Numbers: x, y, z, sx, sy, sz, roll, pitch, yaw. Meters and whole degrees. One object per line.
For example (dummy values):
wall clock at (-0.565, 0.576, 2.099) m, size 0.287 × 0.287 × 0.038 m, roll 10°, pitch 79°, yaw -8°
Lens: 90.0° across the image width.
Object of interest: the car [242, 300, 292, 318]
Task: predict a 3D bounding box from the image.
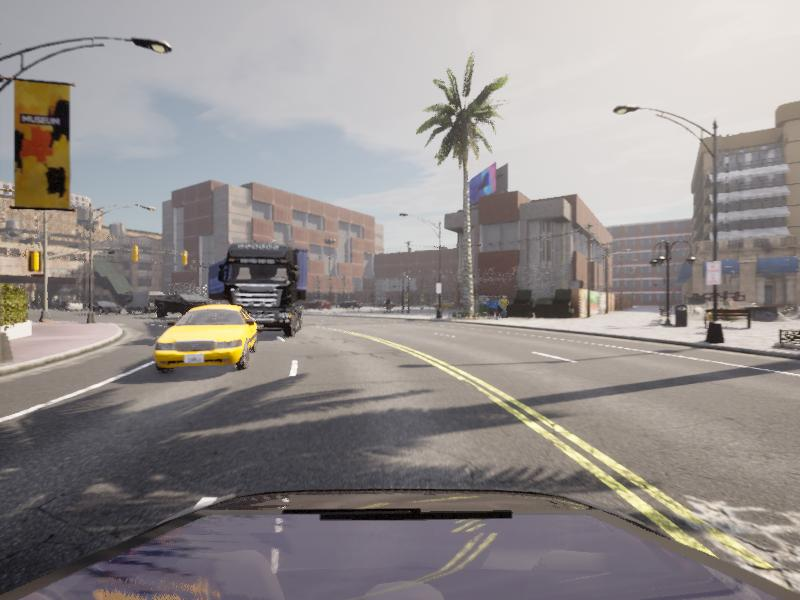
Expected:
car at (-12.946, 0.792, 38.849) m, size 5.027 × 1.651 × 2.152 m, roll 0°, pitch 0°, yaw 38°

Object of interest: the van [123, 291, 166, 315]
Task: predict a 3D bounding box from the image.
van at (-29.418, 0.342, 46.062) m, size 5.915 × 2.561 × 1.988 m, roll 0°, pitch 0°, yaw 34°

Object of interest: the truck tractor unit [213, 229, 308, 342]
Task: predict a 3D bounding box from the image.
truck tractor unit at (-5.971, -0.518, 18.351) m, size 3.053 × 4.208 × 6.516 m, roll 1°, pitch 0°, yaw -10°

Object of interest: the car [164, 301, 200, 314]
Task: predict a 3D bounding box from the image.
car at (-26.201, 0.847, 48.095) m, size 4.514 × 1.525 × 2.007 m, roll 0°, pitch 0°, yaw 34°

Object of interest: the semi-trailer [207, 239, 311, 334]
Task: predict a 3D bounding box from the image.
semi-trailer at (-9.603, -0.626, 25.254) m, size 2.717 × 4.402 × 14.254 m, roll 1°, pitch -1°, yaw -34°

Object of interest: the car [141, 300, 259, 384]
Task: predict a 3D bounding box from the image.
car at (-4.784, 0.804, 10.403) m, size 1.801 × 1.575 × 5.366 m, roll 0°, pitch 0°, yaw -16°

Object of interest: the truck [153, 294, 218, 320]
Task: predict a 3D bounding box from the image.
truck at (-18.545, 0.555, 34.429) m, size 6.274 × 2.098 × 2.390 m, roll 0°, pitch 0°, yaw 35°

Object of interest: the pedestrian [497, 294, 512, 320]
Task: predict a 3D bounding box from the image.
pedestrian at (7.630, 0.486, 29.153) m, size 0.751 × 1.860 × 0.751 m, roll 0°, pitch 0°, yaw -24°

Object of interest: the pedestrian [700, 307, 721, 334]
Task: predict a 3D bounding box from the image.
pedestrian at (12.995, 0.862, 16.734) m, size 0.500 × 1.100 × 0.500 m, roll 0°, pitch 0°, yaw -20°

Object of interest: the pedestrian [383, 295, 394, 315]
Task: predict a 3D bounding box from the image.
pedestrian at (-1.086, 0.491, 39.186) m, size 0.751 × 1.860 × 0.751 m, roll 0°, pitch 0°, yaw -44°

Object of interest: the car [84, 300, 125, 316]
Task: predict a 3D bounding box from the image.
car at (-32.431, 0.792, 43.878) m, size 5.238 × 1.638 × 1.930 m, roll 0°, pitch 0°, yaw 34°
